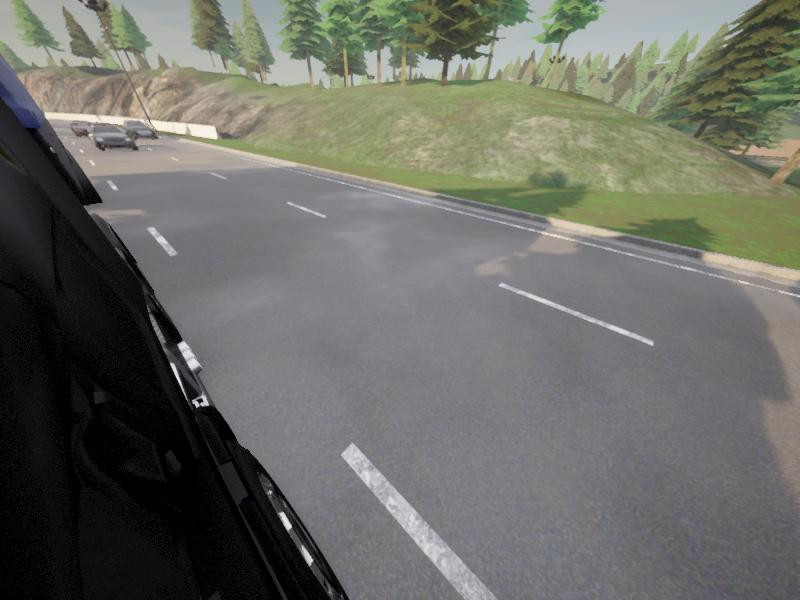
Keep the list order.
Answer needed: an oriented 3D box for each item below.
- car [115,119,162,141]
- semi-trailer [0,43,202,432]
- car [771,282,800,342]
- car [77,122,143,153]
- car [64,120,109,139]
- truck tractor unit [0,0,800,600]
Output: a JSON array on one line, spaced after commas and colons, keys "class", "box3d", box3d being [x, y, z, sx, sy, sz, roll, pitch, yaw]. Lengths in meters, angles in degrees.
[{"class": "car", "box3d": [-27.592, -17.946, 24.334, 4.856, 1.649, 2.033, 27, 43, 29]}, {"class": "semi-trailer", "box3d": [-8.693, -3.620, 4.216, 14.254, 4.402, 2.717, 28, 44, 30]}, {"class": "car", "box3d": [7.599, 0.693, 1.688, 4.605, 1.855, 1.932, 28, 43, 30]}, {"class": "car", "box3d": [-20.803, -11.687, 16.545, 4.974, 1.542, 2.038, 28, 44, 30]}, {"class": "car", "box3d": [-31.778, -17.301, 23.412, 4.181, 1.385, 1.994, 27, 43, 29]}, {"class": "truck tractor unit", "box3d": [-2.645, -0.295, 0.352, 6.516, 4.208, 3.053, 28, 44, 30]}]
